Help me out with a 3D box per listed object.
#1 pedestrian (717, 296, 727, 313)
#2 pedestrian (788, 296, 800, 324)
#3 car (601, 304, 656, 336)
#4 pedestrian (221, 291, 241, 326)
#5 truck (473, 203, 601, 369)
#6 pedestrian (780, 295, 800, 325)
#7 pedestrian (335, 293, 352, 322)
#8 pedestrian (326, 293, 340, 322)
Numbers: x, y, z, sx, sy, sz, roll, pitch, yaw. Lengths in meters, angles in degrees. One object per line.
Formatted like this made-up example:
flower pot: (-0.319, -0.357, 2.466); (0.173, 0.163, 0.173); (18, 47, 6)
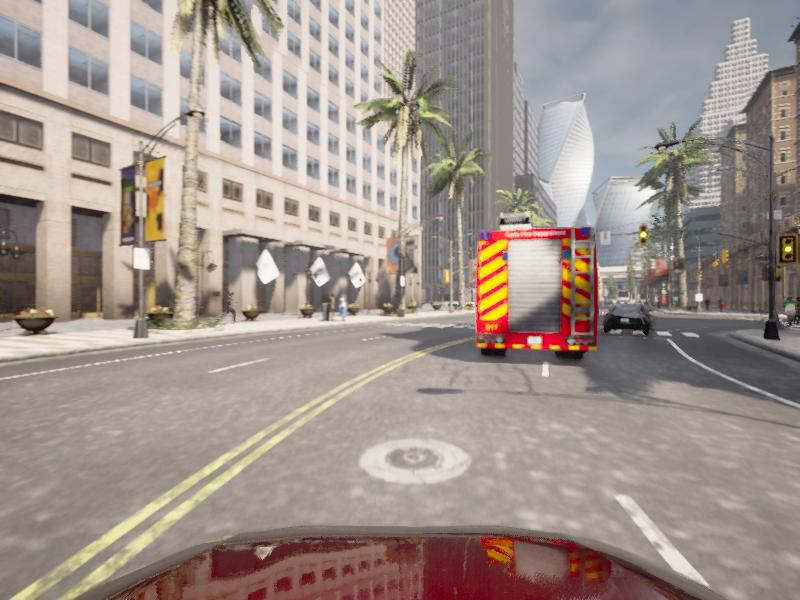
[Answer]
pedestrian: (35.779, 0.481, 44.519); (0.751, 1.860, 0.751); (0, 0, 29)
pedestrian: (26.290, 0.639, 26.453); (0.751, 1.860, 0.751); (0, 0, 30)
car: (11.622, 0.903, 20.231); (1.994, 1.385, 4.181); (0, 0, 36)
pedestrian: (-9.434, 0.462, 22.330); (0.751, 1.860, 0.751); (0, 0, 35)
truck: (4.264, -0.326, 13.639); (2.891, 3.827, 8.468); (0, 0, 14)
pedestrian: (25.050, 0.638, 25.728); (0.751, 1.860, 0.751); (0, 0, 28)
pedestrian: (-3.694, 0.463, 26.116); (0.751, 1.860, 0.751); (0, 0, 44)
pedestrian: (-4.357, 0.463, 25.987); (0.751, 1.860, 0.751); (0, 0, -25)
